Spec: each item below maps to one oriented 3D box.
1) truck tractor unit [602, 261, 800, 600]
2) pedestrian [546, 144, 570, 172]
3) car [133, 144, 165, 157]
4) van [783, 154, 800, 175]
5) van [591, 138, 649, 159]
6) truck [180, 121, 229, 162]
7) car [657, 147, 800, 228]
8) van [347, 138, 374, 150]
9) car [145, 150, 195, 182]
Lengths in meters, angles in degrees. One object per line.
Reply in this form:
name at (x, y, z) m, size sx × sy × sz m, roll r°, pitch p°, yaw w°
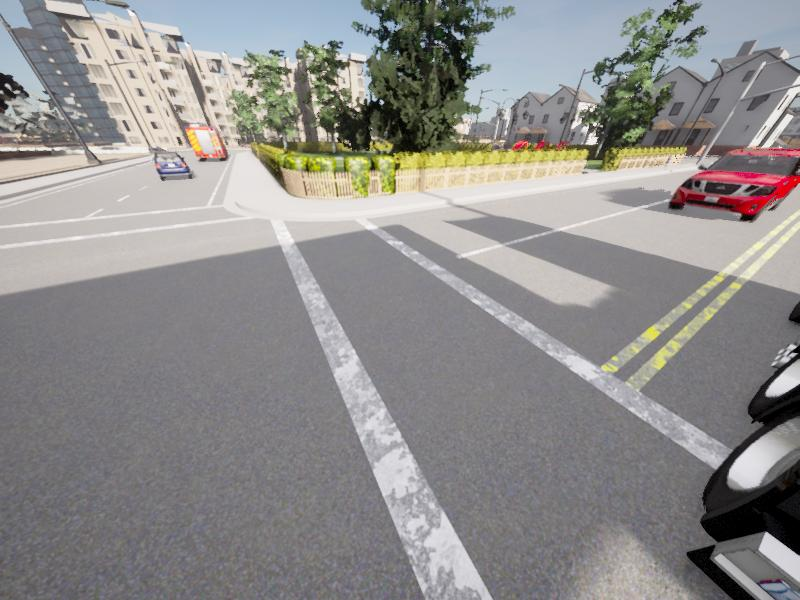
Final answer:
truck tractor unit at (5.103, -0.310, 0.784) m, size 6.516 × 4.208 × 3.053 m, roll -19°, pitch 39°, yaw -24°
pedestrian at (12.645, -11.407, 18.563) m, size 0.751 × 1.860 × 0.751 m, roll 3°, pitch 35°, yaw 4°
car at (-49.540, -29.652, 45.771) m, size 3.806 × 1.475 × 1.970 m, roll -23°, pitch 41°, yaw -19°
van at (35.194, -11.717, 19.335) m, size 4.480 × 2.038 × 2.069 m, roll -18°, pitch 39°, yaw -25°
van at (35.042, -24.362, 37.063) m, size 1.988 × 2.561 × 5.915 m, roll -18°, pitch 39°, yaw -24°
truck at (-24.485, -20.266, 29.578) m, size 2.891 × 3.827 × 8.468 m, roll -18°, pitch 39°, yaw -24°
car at (12.904, -4.447, 8.698) m, size 5.566 × 2.045 × 2.150 m, roll -18°, pitch 39°, yaw -24°
van at (-10.187, -40.458, 59.930) m, size 6.366 × 2.431 × 2.351 m, roll -17°, pitch 39°, yaw -24°
car at (-15.825, -9.369, 15.984) m, size 1.789 × 1.549 × 3.705 m, roll -25°, pitch 43°, yaw -32°
